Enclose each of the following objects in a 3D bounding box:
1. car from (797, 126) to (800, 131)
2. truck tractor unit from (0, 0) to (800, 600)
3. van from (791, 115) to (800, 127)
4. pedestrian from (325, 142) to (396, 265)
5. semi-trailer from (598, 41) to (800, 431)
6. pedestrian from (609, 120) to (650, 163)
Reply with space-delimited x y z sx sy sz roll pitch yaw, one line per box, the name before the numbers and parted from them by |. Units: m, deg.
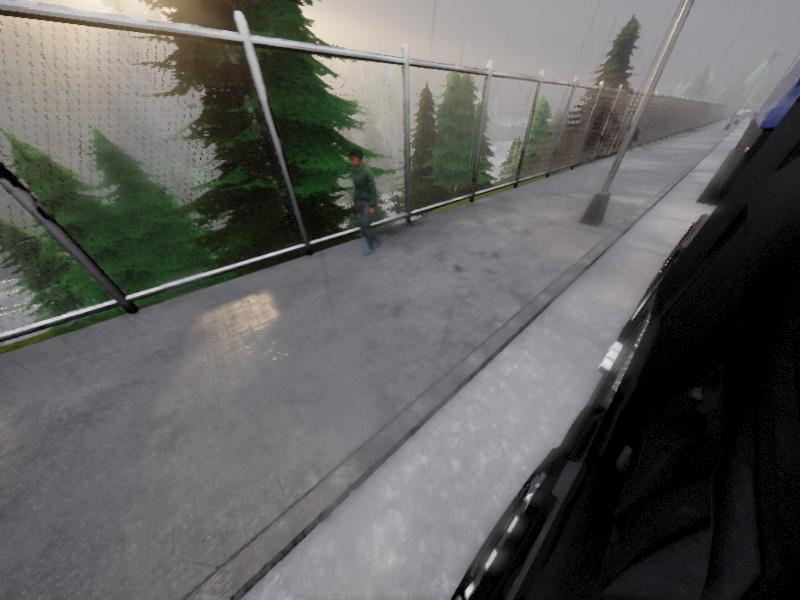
car | 48.258 -20.445 26.565 3.806 1.475 1.970 -28 44 -30
truck tractor unit | 2.645 -0.295 0.351 6.516 4.208 3.053 -28 44 -30
van | 56.609 -25.126 31.837 4.442 1.987 1.775 -28 44 -30
pedestrian | -0.638 -1.726 4.223 0.751 1.860 0.751 -29 44 -31
semi-trailer | 8.694 -3.613 4.226 14.254 4.402 2.717 -28 44 -30
pedestrian | 12.275 -8.506 12.428 0.751 1.860 0.751 -27 43 -29
